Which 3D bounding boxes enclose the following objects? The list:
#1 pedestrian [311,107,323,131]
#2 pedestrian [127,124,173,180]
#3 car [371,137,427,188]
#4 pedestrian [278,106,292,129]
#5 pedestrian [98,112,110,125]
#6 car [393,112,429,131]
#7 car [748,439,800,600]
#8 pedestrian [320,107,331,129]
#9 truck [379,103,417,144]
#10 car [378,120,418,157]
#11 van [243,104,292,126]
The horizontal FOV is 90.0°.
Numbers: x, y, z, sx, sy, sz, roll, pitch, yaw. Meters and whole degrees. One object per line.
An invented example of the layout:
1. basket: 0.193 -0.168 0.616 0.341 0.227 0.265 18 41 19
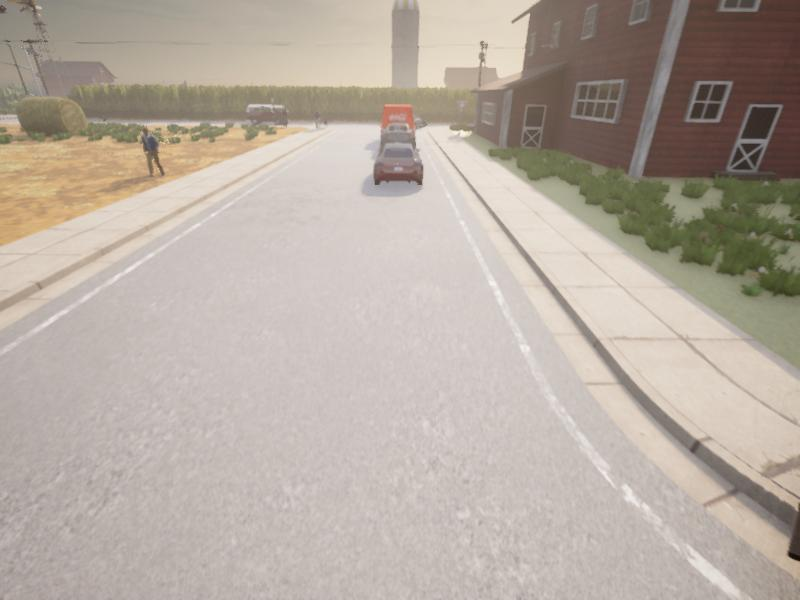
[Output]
1. pedestrian: -7.309 -15.923 35.243 0.751 1.860 0.751 2 27 2
2. pedestrian: -9.170 -5.430 14.738 0.751 1.860 0.751 -1 27 -3
3. car: -0.074 -5.752 16.484 1.994 1.385 4.181 0 27 -1
4. pedestrian: -10.609 -16.869 37.017 0.751 1.860 0.751 17 31 28
5. pedestrian: -29.557 -18.135 39.983 0.500 1.100 0.500 0 27 -1
6. car: 1.149 -18.138 40.504 2.038 1.542 4.974 10 29 18
7. car: 4.164 1.552 1.409 1.905 1.878 3.866 -28 37 -34
8. pedestrian: -6.933 -16.883 37.123 0.751 1.860 0.751 1 27 1
9. truck: -0.146 -13.514 30.433 2.627 2.467 5.204 0 28 0
10. car: -0.115 -9.933 24.360 2.152 1.651 5.027 0 27 0
11. van: -14.551 -20.375 44.022 4.480 2.038 2.069 1 27 0
